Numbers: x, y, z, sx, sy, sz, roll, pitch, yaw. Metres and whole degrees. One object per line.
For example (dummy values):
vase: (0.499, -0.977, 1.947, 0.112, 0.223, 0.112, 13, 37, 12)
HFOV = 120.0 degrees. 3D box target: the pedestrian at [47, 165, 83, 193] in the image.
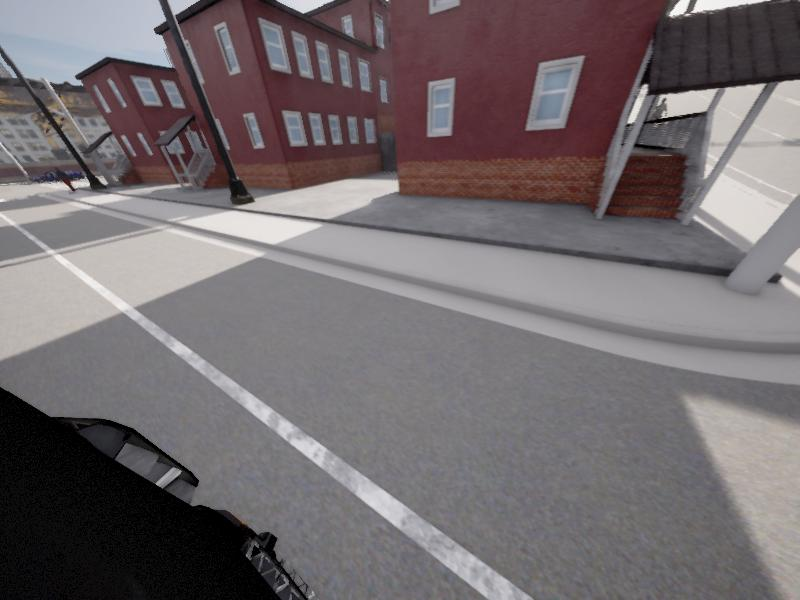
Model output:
pedestrian: (-26.540, -9.587, 18.322, 0.751, 1.860, 0.751, 20, 40, 31)

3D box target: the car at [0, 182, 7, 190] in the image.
car: (-45.593, -11.746, 23.673, 1.882, 1.535, 5.008, 3, 34, 9)

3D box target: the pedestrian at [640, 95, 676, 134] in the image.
pedestrian: (16.363, -11.752, 14.726, 0.751, 1.860, 0.751, 15, 38, 25)

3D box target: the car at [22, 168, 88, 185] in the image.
car: (-46.432, -16.744, 31.264, 1.812, 1.442, 4.674, 16, 38, 26)
